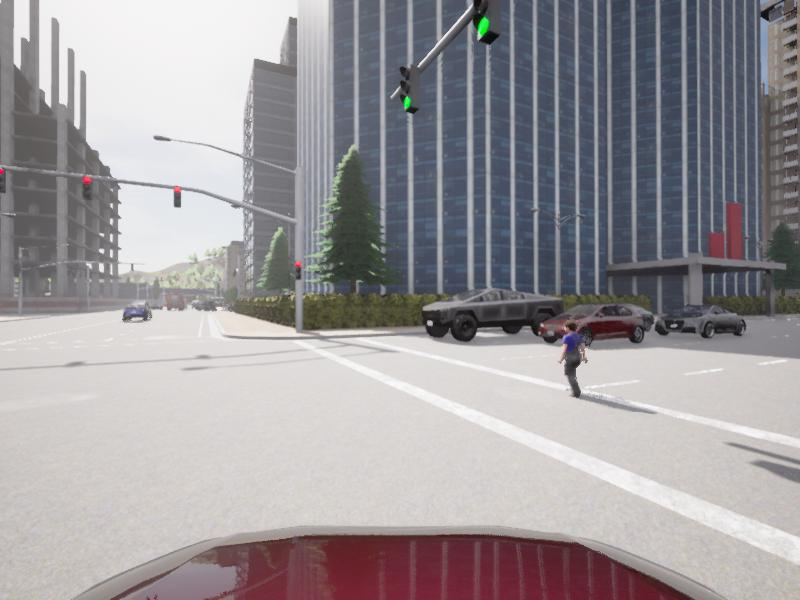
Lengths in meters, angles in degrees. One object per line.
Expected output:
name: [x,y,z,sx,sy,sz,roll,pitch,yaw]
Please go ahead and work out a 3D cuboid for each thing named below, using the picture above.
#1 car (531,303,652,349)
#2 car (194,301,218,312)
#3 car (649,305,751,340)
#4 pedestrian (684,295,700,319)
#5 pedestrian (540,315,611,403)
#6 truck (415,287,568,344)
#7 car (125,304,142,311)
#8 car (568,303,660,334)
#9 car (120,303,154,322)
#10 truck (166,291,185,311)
car: [7.124,0.867,14.844,4.193,1.474,1.816,0,0,-26]
car: [-34.763,1.105,71.720,3.866,1.878,1.905,0,0,25]
car: [13.422,0.915,17.899,4.181,1.385,1.994,0,0,-27]
pedestrian: [23.163,0.525,31.725,0.751,1.860,0.751,0,0,-27]
pedestrian: [2.849,0.905,6.525,0.751,1.300,0.751,0,0,-28]
truck: [3.982,0.575,17.216,6.274,2.098,2.390,0,0,-26]
car: [-51.689,1.413,77.739,2.033,1.411,5.357,0,0,-26]
car: [11.060,0.896,20.635,4.674,1.442,1.812,0,0,-26]
car: [-23.683,1.084,36.147,2.007,1.525,4.514,0,0,-26]
truck: [-46.608,0.212,83.312,2.891,3.827,8.468,0,0,-26]
